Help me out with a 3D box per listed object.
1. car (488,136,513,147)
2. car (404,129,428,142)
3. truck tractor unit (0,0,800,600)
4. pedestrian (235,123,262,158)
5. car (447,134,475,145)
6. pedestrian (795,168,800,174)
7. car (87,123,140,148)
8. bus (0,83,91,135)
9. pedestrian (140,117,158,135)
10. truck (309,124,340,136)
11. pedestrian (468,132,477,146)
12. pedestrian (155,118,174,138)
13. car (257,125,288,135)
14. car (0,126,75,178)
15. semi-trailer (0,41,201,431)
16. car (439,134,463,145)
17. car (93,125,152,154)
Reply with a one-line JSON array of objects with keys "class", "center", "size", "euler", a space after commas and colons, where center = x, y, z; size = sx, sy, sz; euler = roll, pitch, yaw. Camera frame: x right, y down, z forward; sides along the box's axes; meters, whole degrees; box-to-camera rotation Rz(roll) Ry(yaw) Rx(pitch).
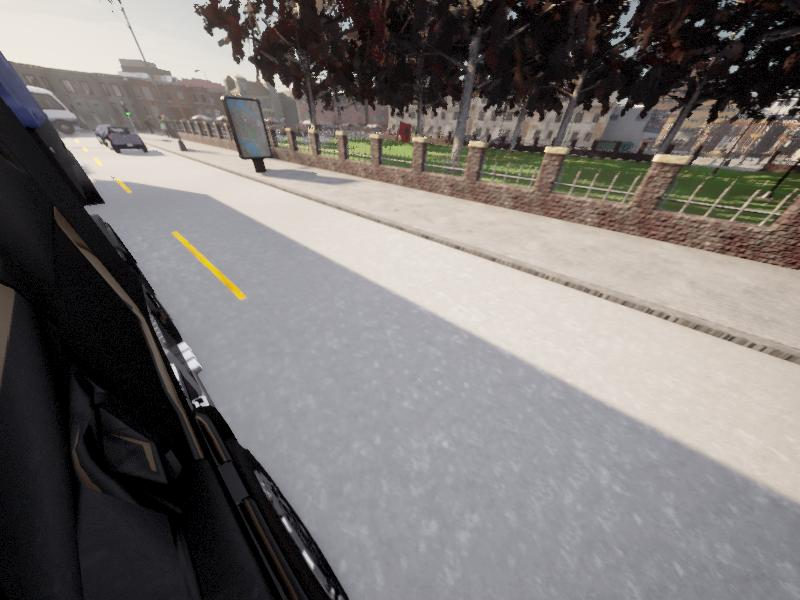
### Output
[{"class": "car", "center": [18.628, -29.469, 43.010], "size": [3.633, 1.501, 1.845], "euler": [28, 44, 30]}, {"class": "car", "center": [3.375, -34.649, 48.667], "size": [4.605, 1.855, 1.932], "euler": [29, 44, 30]}, {"class": "truck tractor unit", "center": [-2.645, -0.295, 0.351], "size": [6.516, 4.208, 3.053], "euler": [28, 44, 30]}, {"class": "pedestrian", "center": [-10.274, -10.821, 15.710], "size": [0.751, 1.860, 0.751], "euler": [28, 43, 29]}, {"class": "car", "center": [12.448, -32.751, 47.020], "size": [4.902, 1.511, 2.128], "euler": [28, 44, 30]}, {"class": "pedestrian", "center": [37.899, -12.329, 21.286], "size": [0.751, 1.300, 0.751], "euler": [28, 44, 30]}, {"class": "car", "center": [-24.075, -13.824, 19.408], "size": [4.674, 1.442, 1.812], "euler": [27, 43, 29]}, {"class": "bus", "center": [-42.625, -20.491, 24.793], "size": [3.944, 4.253, 10.273], "euler": [28, 44, 30]}, {"class": "pedestrian", "center": [-32.178, -22.273, 29.616], "size": [0.751, 1.860, 0.751], "euler": [30, 45, 31]}, {"class": "truck", "center": [-17.741, -40.213, 54.577], "size": [6.274, 2.098, 2.390], "euler": [-26, 46, -33]}, {"class": "pedestrian", "center": [12.191, -26.981, 38.776], "size": [0.751, 1.860, 0.751], "euler": [-26, 45, -33]}, {"class": "pedestrian", "center": [-27.624, -20.160, 27.082], "size": [0.751, 1.860, 0.751], "euler": [29, 44, 31]}, {"class": "car", "center": [-25.760, -34.564, 46.974], "size": [1.882, 1.535, 5.008], "euler": [28, 44, 30]}, {"class": "car", "center": [-16.840, -6.761, 10.351], "size": [4.514, 1.525, 2.007], "euler": [28, 44, 30]}, {"class": "semi-trailer", "center": [-8.685, -3.612, 4.243], "size": [14.254, 4.402, 2.717], "euler": [28, 44, 30]}, {"class": "car", "center": [9.850, -30.983, 44.517], "size": [3.806, 1.475, 1.970], "euler": [28, 44, 30]}, {"class": "car", "center": [-19.757, -11.465, 16.455], "size": [3.633, 1.501, 1.845], "euler": [28, 44, 30]}]
